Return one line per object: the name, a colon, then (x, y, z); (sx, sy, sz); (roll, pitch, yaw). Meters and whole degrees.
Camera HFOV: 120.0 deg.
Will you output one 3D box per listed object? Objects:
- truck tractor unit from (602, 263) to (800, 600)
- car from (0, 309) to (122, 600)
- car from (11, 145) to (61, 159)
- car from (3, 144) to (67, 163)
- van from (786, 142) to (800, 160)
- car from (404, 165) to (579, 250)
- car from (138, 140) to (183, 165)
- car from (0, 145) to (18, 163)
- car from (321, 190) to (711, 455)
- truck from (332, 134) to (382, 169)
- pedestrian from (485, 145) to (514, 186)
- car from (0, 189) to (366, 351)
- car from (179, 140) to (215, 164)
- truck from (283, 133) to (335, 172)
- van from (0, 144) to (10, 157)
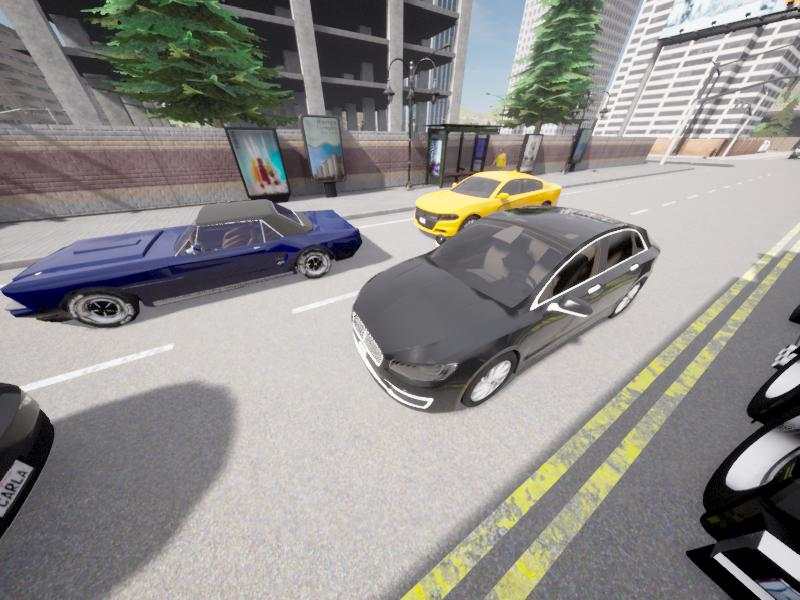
truck tractor unit: (5.107, -0.304, 0.783); (6.516, 4.208, 3.053); (-18, 39, -24)
car: (-4.522, 1.646, 0.292); (4.892, 1.490, 1.837); (-18, 39, -25)
car: (-48.406, -19.865, 30.865); (1.994, 1.385, 4.181); (-19, 39, -25)
car: (-41.033, -16.682, 26.201); (1.882, 1.535, 5.008); (-18, 39, -25)
van: (61.190, -22.549, 34.596); (5.915, 2.561, 1.988); (-18, 39, -24)
car: (2.771, -3.063, 7.069); (5.008, 1.535, 1.882); (-18, 39, -24)
car: (-23.718, -14.791, 23.071); (1.905, 1.878, 3.866); (-18, 39, -24)
car: (-43.351, -14.983, 23.769); (2.128, 1.511, 4.902); (-18, 39, -25)
car: (1.721, -0.393, 3.266); (4.892, 1.490, 1.837); (-18, 39, -24)
truck: (-4.004, -13.770, 21.295); (2.615, 2.467, 5.204); (-18, 39, -24)
pedestrian: (5.397, -7.325, 12.615); (0.751, 1.860, 0.751); (-12, 37, -16)
car: (-3.233, -1.005, 4.282); (4.718, 1.301, 1.895); (-18, 39, -24)
car: (-21.173, -15.625, 24.287); (1.905, 1.878, 3.866); (-18, 39, -24)
truck: (-7.735, -12.548, 19.513); (2.615, 2.467, 5.204); (-18, 39, -24)
van: (-55.243, -19.960, 30.408); (1.775, 1.987, 4.442); (-18, 39, -25)
